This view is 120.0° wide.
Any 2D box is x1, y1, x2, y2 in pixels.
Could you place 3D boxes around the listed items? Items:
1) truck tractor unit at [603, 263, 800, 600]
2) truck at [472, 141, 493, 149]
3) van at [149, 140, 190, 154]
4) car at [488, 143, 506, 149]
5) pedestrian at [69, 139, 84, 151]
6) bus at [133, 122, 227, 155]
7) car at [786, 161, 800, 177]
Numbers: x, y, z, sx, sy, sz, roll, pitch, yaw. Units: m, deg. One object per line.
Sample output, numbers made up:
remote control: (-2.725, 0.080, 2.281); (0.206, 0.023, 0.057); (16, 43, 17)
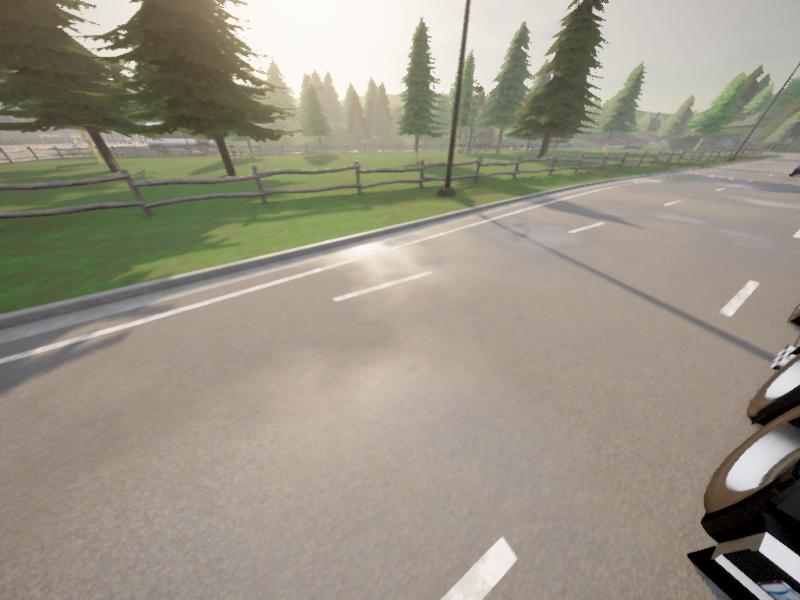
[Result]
truck tractor unit: (5.107, -0.303, 0.795); (6.516, 4.208, 3.053); (-18, 39, -24)
truck: (27.327, -51.470, 76.463); (6.274, 2.098, 2.390); (-18, 39, -24)
van: (-40.711, -27.147, 40.937); (4.442, 1.987, 1.775); (-18, 39, -24)
car: (29.942, -47.518, 71.210); (5.238, 1.638, 1.930); (-18, 39, -24)
pedestrian: (-61.922, -29.705, 44.197); (0.751, 1.860, 0.751); (-22, 41, -29)
bus: (-36.220, -27.143, 38.989); (10.273, 4.253, 3.944); (-18, 39, -24)
car: (33.505, -10.773, 18.417); (3.988, 1.617, 1.851); (-18, 39, -24)
